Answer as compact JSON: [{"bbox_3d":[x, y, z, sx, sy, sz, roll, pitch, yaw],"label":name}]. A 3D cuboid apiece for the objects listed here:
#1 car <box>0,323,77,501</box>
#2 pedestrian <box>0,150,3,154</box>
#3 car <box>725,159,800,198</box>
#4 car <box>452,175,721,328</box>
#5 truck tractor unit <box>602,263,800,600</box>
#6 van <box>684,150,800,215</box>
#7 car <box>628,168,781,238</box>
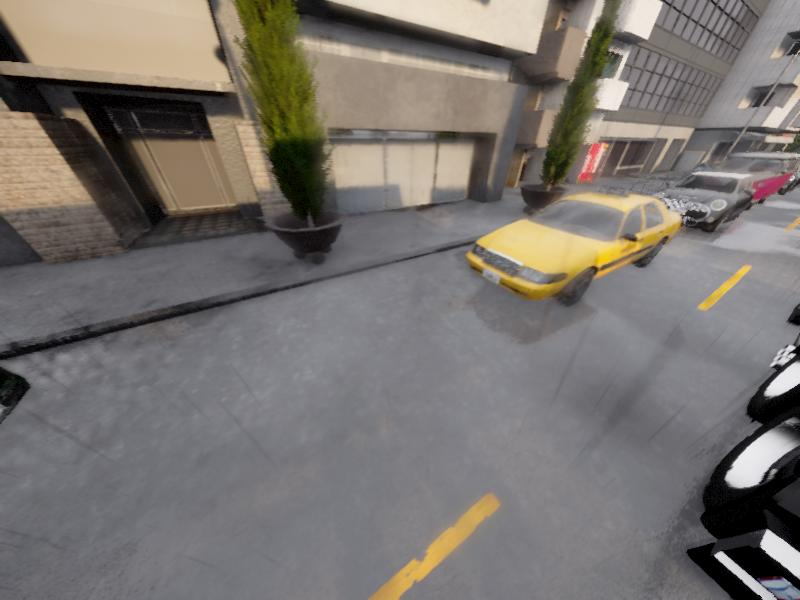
[{"bbox_3d":[-5.084,1.374,0.415,4.553,1.767,2.097,-18,39,-24],"label":"car"},{"bbox_3d":[-60.773,-22.812,34.321,0.751,1.860,0.751,-17,38,-24],"label":"pedestrian"},{"bbox_3d":[20.692,-6.852,12.833,3.806,1.475,1.970,-18,39,-24],"label":"car"},{"bbox_3d":[3.839,-1.432,4.744,5.366,1.575,1.801,-18,39,-24],"label":"car"},{"bbox_3d":[5.119,-0.289,0.790,6.516,4.208,3.053,-18,39,-24],"label":"truck tractor unit"},{"bbox_3d":[14.924,-5.191,9.929,4.442,1.987,1.775,-18,39,-24],"label":"van"},{"bbox_3d":[10.147,-3.432,7.789,3.806,1.475,1.970,-18,39,-25],"label":"car"}]
